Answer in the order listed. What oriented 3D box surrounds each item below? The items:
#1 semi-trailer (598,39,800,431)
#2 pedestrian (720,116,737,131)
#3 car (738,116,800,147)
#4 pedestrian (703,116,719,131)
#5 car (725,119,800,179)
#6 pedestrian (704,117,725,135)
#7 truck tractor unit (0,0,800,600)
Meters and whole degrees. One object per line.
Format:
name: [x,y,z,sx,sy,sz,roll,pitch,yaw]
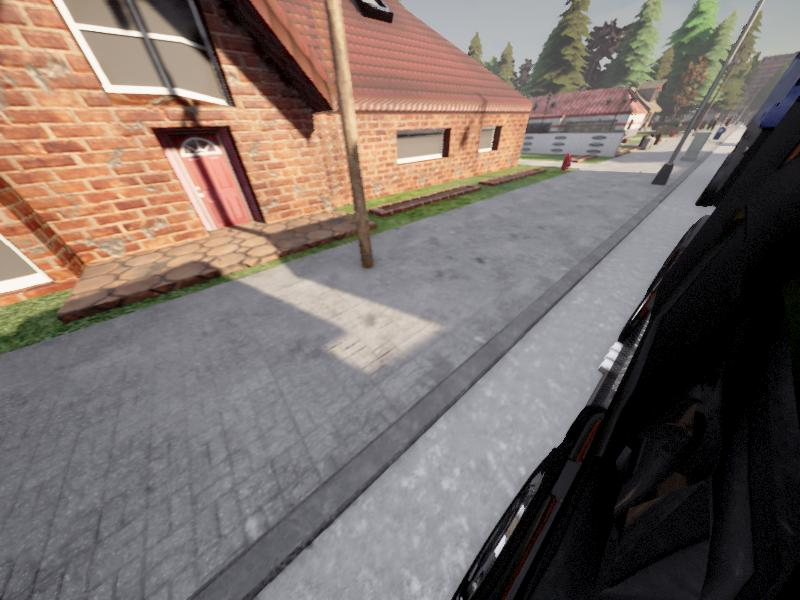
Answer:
semi-trailer: [8.696,-3.587,4.255,14.254,4.402,2.717,-28,43,-30]
pedestrian: [52.503,-28.279,36.955,0.751,1.860,0.751,-32,45,-33]
car: [30.177,-13.878,19.011,3.866,1.878,1.905,-28,43,-30]
pedestrian: [51.195,-29.048,38.071,0.751,1.860,0.751,-29,44,-31]
car: [16.987,-6.901,10.377,4.605,1.855,1.932,-28,43,-30]
pedestrian: [41.190,-22.832,30.265,0.751,1.860,0.751,22,43,29]
truck tractor unit: [2.645,-0.295,0.351,6.516,4.208,3.053,-28,44,-30]
